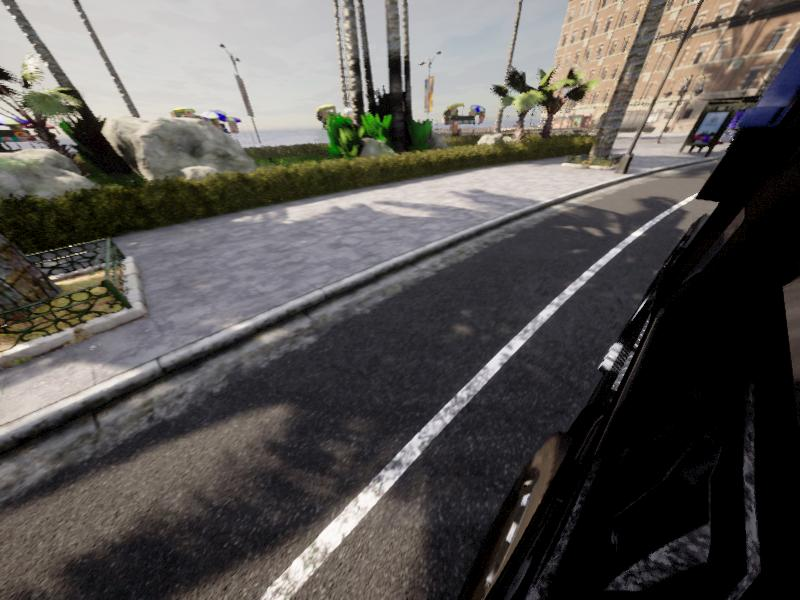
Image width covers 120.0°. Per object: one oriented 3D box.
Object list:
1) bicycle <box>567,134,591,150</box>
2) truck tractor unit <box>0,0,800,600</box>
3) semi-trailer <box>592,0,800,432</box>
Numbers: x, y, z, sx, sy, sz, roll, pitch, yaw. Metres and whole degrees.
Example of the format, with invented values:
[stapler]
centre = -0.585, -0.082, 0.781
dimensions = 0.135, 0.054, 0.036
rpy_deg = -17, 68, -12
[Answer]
[bicycle]
centre = 15.489, -13.697, 20.012
dimensions = 1.643, 1.024, 0.373
rpy_deg = -12, 38, -12
[truck tractor unit]
centre = 2.645, -0.295, 0.352
dimensions = 6.516, 4.208, 3.053
rpy_deg = -28, 44, -30
[semi-trailer]
centre = 9.090, -3.282, 3.835
dimensions = 14.254, 4.402, 2.717
rpy_deg = -23, 41, -25
